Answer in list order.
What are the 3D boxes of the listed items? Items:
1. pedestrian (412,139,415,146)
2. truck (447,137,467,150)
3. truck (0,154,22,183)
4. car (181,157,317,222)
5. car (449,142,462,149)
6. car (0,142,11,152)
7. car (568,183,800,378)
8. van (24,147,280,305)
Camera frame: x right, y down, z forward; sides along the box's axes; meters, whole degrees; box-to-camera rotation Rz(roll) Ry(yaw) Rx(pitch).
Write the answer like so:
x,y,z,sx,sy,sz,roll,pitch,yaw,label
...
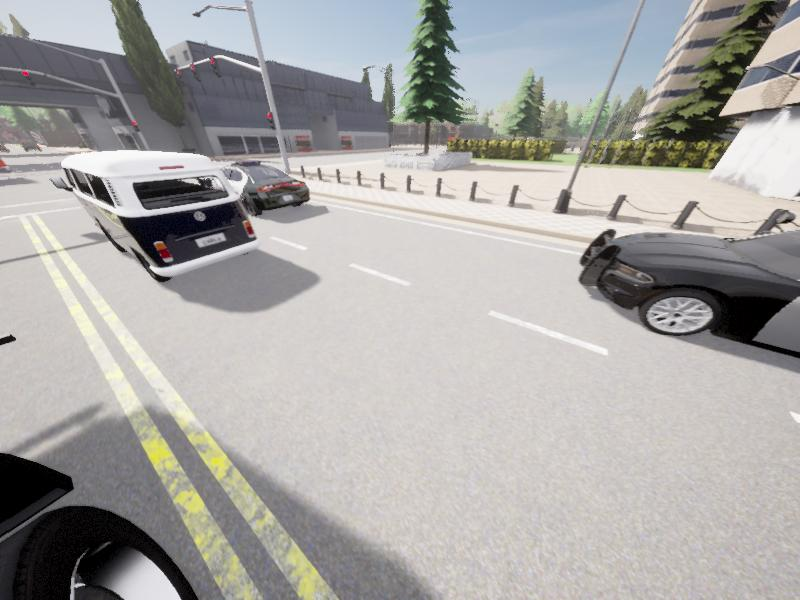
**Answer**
x,y,z,sx,sy,sz,roll,pitch,yaw,label
4.078,-48.411,71.045,0.751,1.860,0.751,13,37,18,pedestrian
13.629,-37.202,54.922,2.627,2.467,5.204,21,40,27,truck
-25.414,-7.387,12.099,2.627,2.467,5.204,21,40,27,truck
-5.832,-4.459,8.913,4.974,1.542,2.038,22,40,27,car
14.782,-41.395,61.765,1.816,1.474,4.193,21,40,27,car
-67.694,-25.626,38.704,4.181,1.385,1.994,21,40,27,car
5.444,-0.130,2.741,5.238,1.638,1.930,21,40,27,car
-5.137,-1.970,4.927,4.480,2.038,2.069,21,40,27,van
